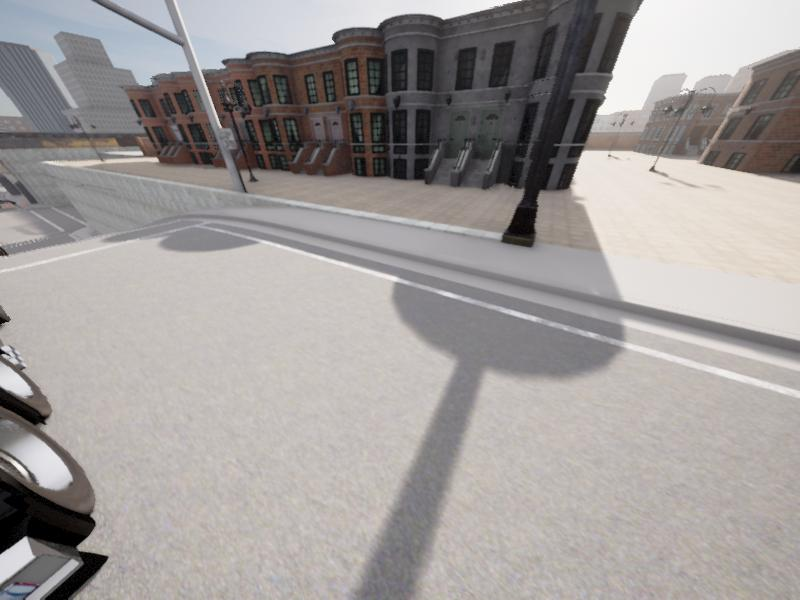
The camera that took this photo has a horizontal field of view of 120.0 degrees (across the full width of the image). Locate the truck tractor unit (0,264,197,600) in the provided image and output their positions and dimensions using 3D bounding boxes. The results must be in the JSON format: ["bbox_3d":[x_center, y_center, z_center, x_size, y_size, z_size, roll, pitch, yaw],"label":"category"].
[{"bbox_3d":[-5.113,-0.297,0.781,6.516,4.208,3.053,18,39,24],"label":"truck tractor unit"}]
